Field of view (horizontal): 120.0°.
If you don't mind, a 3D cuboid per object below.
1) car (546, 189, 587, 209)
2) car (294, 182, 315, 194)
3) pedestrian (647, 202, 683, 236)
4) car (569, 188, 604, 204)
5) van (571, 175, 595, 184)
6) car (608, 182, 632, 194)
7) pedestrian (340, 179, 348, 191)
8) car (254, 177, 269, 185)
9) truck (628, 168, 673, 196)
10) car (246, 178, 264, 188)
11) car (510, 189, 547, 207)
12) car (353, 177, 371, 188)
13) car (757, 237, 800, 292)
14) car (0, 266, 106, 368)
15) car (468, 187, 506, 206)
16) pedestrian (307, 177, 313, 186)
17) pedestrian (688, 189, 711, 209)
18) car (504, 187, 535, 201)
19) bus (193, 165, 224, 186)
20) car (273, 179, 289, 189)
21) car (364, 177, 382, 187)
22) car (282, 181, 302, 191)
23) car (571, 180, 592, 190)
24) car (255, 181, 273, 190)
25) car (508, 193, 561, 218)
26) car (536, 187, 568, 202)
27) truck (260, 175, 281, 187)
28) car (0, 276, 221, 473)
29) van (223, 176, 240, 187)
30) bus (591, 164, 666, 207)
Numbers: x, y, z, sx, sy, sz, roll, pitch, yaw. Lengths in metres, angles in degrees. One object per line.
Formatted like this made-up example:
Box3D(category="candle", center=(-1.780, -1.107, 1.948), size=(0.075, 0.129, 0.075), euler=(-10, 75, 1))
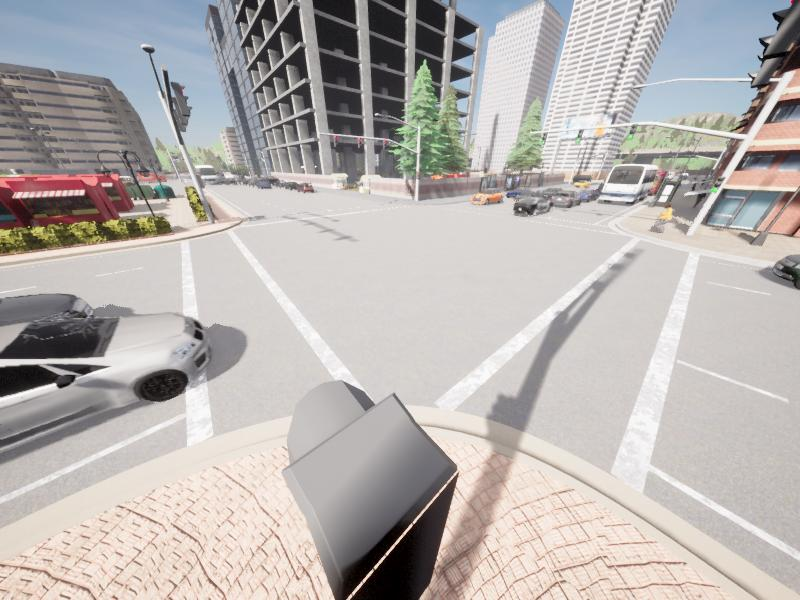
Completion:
Box3D(category="car", center=(19.266, -11.744, 26.677), size=(4.611, 1.667, 2.242), euler=(-23, 37, -34))
Box3D(category="car", center=(-16.556, -19.550, 40.149), size=(1.851, 1.617, 3.988), euler=(-23, 37, -34))
Box3D(category="pedestrian", center=(16.703, -5.140, 14.630), size=(0.751, 1.860, 0.751), euler=(21, 36, 32))
Box3D(category="car", center=(24.834, -13.941, 30.758), size=(5.357, 1.411, 2.033), euler=(-23, 37, -34))
Box3D(category="van", center=(51.018, -33.734, 64.447), size=(1.775, 1.987, 4.442), euler=(-22, 37, -34))
Box3D(category="car", center=(39.185, -20.011, 41.123), size=(5.366, 1.575, 1.801), euler=(-23, 37, -34))
Box3D(category="pedestrian", center=(-9.881, -20.250, 40.755), size=(0.751, 1.860, 0.751), euler=(22, 37, 33))
Box3D(category="car", center=(-36.052, -31.042, 60.021), size=(1.930, 1.638, 5.238), euler=(-23, 37, -34))
Box3D(category="truck", center=(41.835, -19.825, 38.512), size=(8.468, 3.827, 2.891), euler=(-23, 37, -34))
Box3D(category="car", center=(-32.368, -26.160, 51.584), size=(2.152, 1.651, 5.027), euler=(-23, 37, -34))
Box3D(category="car", center=(15.622, -12.414, 28.014), size=(4.892, 1.490, 1.837), euler=(-23, 37, -34))
Box3D(category="car", center=(-8.128, -24.929, 48.916), size=(1.905, 1.878, 3.866), euler=(-23, 37, -34))
Box3D(category="car", center=(16.218, -0.903, 7.905), size=(3.705, 1.549, 1.789), euler=(21, 36, 32))
Box3D(category="car", center=(-10.681, 0.852, 5.014), size=(4.902, 1.511, 2.128), euler=(-23, 37, -34))
Box3D(category="car", center=(10.696, -12.768, 28.325), size=(4.553, 1.767, 2.097), euler=(-23, 37, -34))
Box3D(category="pedestrian", center=(-19.893, -26.176, 51.024), size=(0.751, 1.860, 0.751), euler=(-23, 37, -34))
Box3D(category="pedestrian", center=(31.030, -10.467, 23.921), size=(0.751, 1.860, 0.751), euler=(-24, 37, -35))
Box3D(category="car", center=(17.143, -15.248, 33.121), size=(4.718, 1.301, 1.895), euler=(-23, 37, -34))
Box3D(category="bus", center=(-47.639, -30.981, 57.296), size=(3.944, 4.253, 10.273), euler=(-23, 37, -34))
Box3D(category="car", center=(-25.198, -24.615, 48.975), size=(1.789, 1.549, 3.705), euler=(-23, 37, -34))
Box3D(category="car", center=(-5.875, -25.875, 50.553), size=(1.905, 1.878, 3.866), euler=(-23, 37, -34))
Box3D(category="car", center=(-20.828, -22.030, 44.514), size=(1.882, 1.535, 5.008), euler=(-23, 37, -34))
Box3D(category="car", center=(37.806, -23.995, 48.029), size=(5.008, 1.535, 1.882), euler=(-23, 37, -34))
Box3D(category="car", center=(-27.697, -23.301, 46.885), size=(1.994, 1.385, 4.181), euler=(-23, 37, -34))
Box3D(category="car", center=(13.089, -9.272, 22.424), size=(5.238, 1.638, 1.930), euler=(-20, 36, -31))
Box3D(category="car", center=(21.150, -14.728, 32.022), size=(4.892, 1.490, 1.837), euler=(-23, 37, -34))
Box3D(category="truck", center=(-30.214, -27.803, 53.953), size=(2.390, 2.098, 6.274), euler=(-23, 37, -34))
Box3D(category="car", center=(-6.372, 1.305, 4.077), size=(4.611, 1.667, 2.242), euler=(-22, 37, -33))
Box3D(category="van", center=(-39.584, -27.889, 54.156), size=(2.069, 2.038, 4.480), euler=(-23, 37, -34))
Box3D(category="bus", center=(29.081, -14.754, 29.310), size=(10.273, 4.253, 3.944), euler=(-23, 37, -34))
